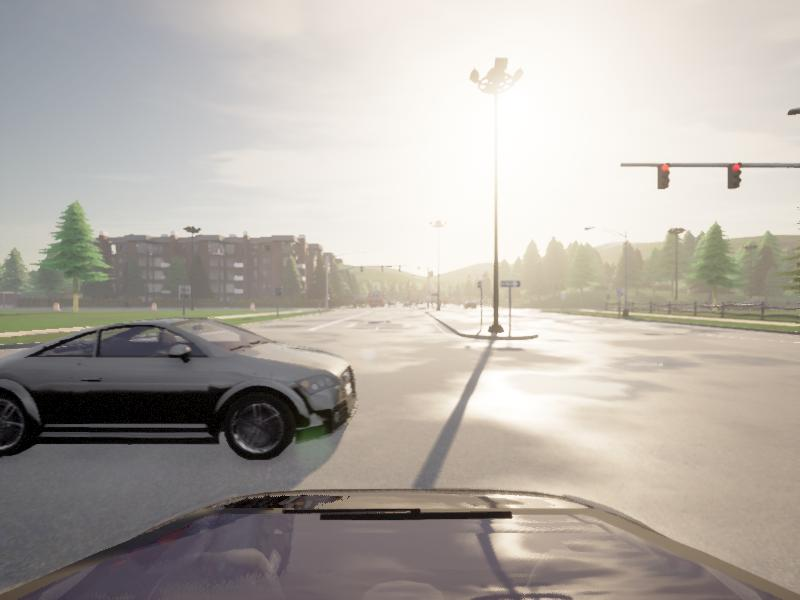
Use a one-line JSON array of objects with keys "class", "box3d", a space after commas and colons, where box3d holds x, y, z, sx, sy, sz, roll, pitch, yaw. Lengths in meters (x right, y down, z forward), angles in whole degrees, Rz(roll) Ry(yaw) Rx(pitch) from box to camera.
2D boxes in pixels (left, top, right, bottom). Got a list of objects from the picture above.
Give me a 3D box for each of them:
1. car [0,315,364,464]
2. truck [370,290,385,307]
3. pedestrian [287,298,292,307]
[{"class": "car", "box3d": [-2.633, 0.911, 4.935, 4.181, 1.385, 1.994, 0, 0, 1]}, {"class": "truck", "box3d": [-5.245, -0.258, 94.000, 2.891, 3.827, 8.468, 0, 0, 0]}, {"class": "pedestrian", "box3d": [-22.371, 0.537, 80.946, 0.751, 1.860, 0.751, 0, 0, 3]}]
